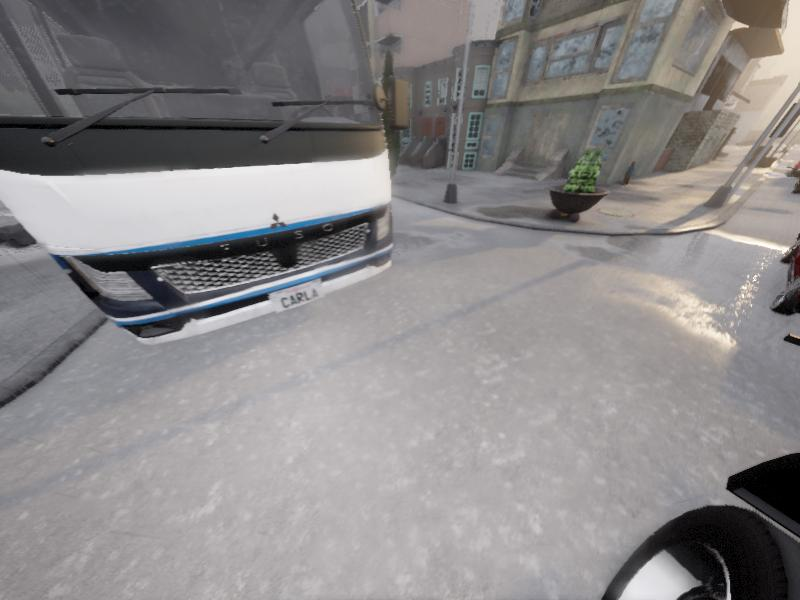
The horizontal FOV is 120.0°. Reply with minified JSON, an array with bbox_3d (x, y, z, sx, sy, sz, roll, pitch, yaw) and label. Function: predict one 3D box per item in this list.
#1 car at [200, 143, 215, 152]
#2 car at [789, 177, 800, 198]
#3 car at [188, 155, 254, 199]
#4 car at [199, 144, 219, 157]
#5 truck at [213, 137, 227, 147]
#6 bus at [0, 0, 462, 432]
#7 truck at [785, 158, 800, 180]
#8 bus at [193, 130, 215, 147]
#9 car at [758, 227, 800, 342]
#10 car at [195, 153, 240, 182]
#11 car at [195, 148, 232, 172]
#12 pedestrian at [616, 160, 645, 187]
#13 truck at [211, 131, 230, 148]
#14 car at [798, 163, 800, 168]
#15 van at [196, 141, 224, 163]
[{"bbox_3d":[-38.719,-30.681,46.464,1.812,1.442,4.674,-22,41,-28],"label":"car"},{"bbox_3d":[19.580,-5.406,10.188,4.181,1.385,1.994,-22,41,-28],"label":"car"},{"bbox_3d":[-9.113,-6.411,11.788,1.970,1.475,3.806,-22,41,-28],"label":"car"},{"bbox_3d":[-28.507,-22.321,34.502,1.816,1.474,4.193,-22,41,-28],"label":"car"},{"bbox_3d":[-58.632,-51.451,75.174,2.627,2.467,5.204,-22,41,-28],"label":"truck"},{"bbox_3d":[-4.024,-3.557,5.293,3.944,4.253,10.273,-23,41,-28],"label":"bus"},{"bbox_3d":[26.584,-8.706,13.860,5.204,2.467,2.627,-22,40,-28],"label":"truck"},{"bbox_3d":[-63.123,-51.957,74.383,3.944,4.253,10.273,-22,41,-28],"label":"bus"},{"bbox_3d":[7.580,-0.478,3.384,4.718,1.301,1.895,-22,41,-28],"label":"car"},{"bbox_3d":[-12.756,-9.332,16.115,1.895,1.301,4.718,-22,41,-28],"label":"car"},{"bbox_3d":[-16.455,-12.436,20.389,1.970,1.475,3.806,-22,41,-28],"label":"car"},{"bbox_3d":[11.596,-6.368,11.637,0.500,1.100,0.500,-23,41,-28],"label":"pedestrian"},{"bbox_3d":[-52.603,-47.065,67.728,2.891,3.827,8.468,-22,41,-28],"label":"truck"},{"bbox_3d":[34.476,-11.702,18.510,3.866,1.878,1.905,-22,41,-28],"label":"car"},{"bbox_3d":[-22.235,-17.385,27.010,1.775,1.987,4.442,-22,41,-28],"label":"van"}]
